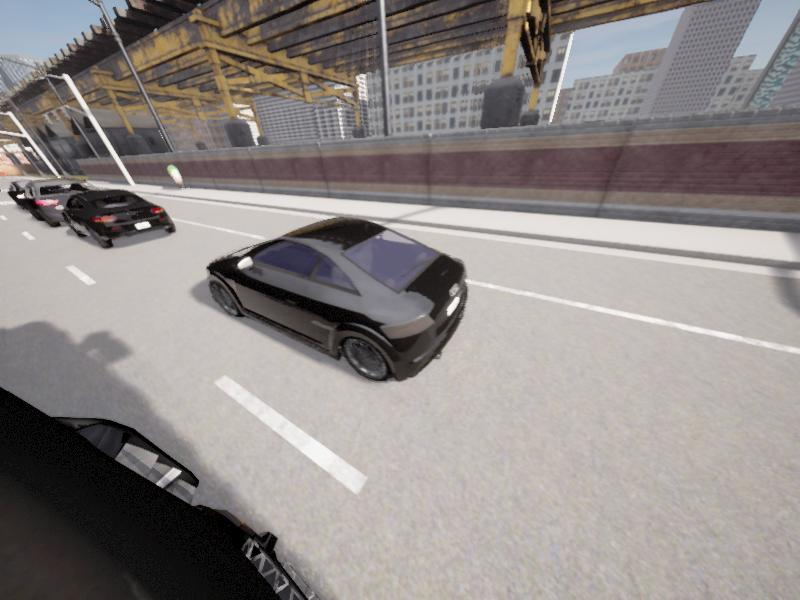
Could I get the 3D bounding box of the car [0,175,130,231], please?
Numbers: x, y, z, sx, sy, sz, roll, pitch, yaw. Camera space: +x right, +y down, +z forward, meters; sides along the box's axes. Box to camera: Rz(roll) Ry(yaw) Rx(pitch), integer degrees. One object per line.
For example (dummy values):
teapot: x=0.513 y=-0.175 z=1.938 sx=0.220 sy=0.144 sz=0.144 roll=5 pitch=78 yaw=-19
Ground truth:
car: x=-15.096 y=-4.548 z=10.436 sx=4.611 sy=1.667 sz=2.242 roll=16 pitch=38 yaw=26

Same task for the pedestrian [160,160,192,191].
pedestrian: x=-16.209 y=-9.007 z=16.730 sx=0.751 sy=1.860 sz=0.751 roll=15 pitch=38 yaw=25

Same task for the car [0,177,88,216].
car: x=-20.979 y=-6.148 z=13.436 sx=4.902 sy=1.511 sz=2.128 roll=16 pitch=38 yaw=26

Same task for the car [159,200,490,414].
car: x=-1.135 y=-0.469 z=3.504 sx=4.181 sy=1.385 sz=1.994 roll=16 pitch=38 yaw=26

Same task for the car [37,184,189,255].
car: x=-9.598 y=-2.896 z=7.735 sx=4.674 sy=1.442 sz=1.812 roll=16 pitch=38 yaw=26
